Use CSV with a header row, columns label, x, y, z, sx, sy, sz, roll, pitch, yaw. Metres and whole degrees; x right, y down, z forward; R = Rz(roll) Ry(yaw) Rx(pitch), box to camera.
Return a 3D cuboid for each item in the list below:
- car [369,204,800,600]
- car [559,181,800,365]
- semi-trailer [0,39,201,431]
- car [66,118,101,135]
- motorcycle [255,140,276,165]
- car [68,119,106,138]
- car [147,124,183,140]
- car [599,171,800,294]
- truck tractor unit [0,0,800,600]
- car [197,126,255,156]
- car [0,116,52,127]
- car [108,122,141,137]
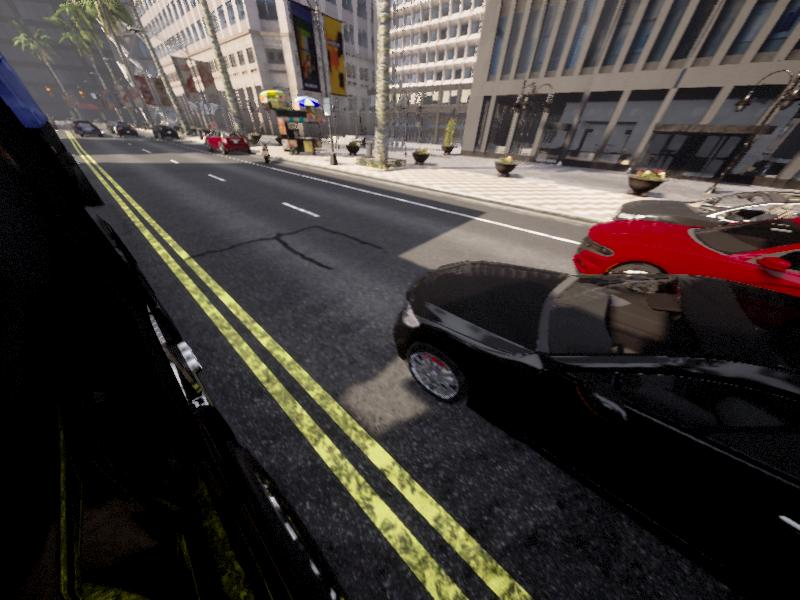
label,x,y,z,sx,sy,sz,roll,pitch,yaw
car,2.087,0.646,1.745,4.674,1.442,1.812,28,43,30
car,5.504,-0.293,3.166,5.008,1.535,1.882,28,43,30
semi-trailer,-8.699,-3.581,4.259,14.254,4.402,2.717,28,43,30
car,-44.236,-24.215,32.270,4.611,1.667,2.242,28,43,30
motorcycle,-9.225,-10.235,15.967,0.764,1.277,2.356,-10,38,-17
car,-39.052,-21.397,28.821,4.856,1.649,2.033,28,43,30
car,-31.371,-22.412,30.830,4.792,1.488,2.163,28,43,30
car,7.730,-1.503,4.959,4.892,1.521,2.231,28,43,30
truck tractor unit,-2.645,-0.295,0.351,6.516,4.208,3.053,28,44,30
car,-14.749,-13.508,19.570,4.553,1.767,2.185,28,43,30
car,-68.491,-32.447,42.087,2.033,1.411,5.357,4,36,2
car,-38.102,-23.578,31.926,4.974,1.542,2.038,28,43,30
